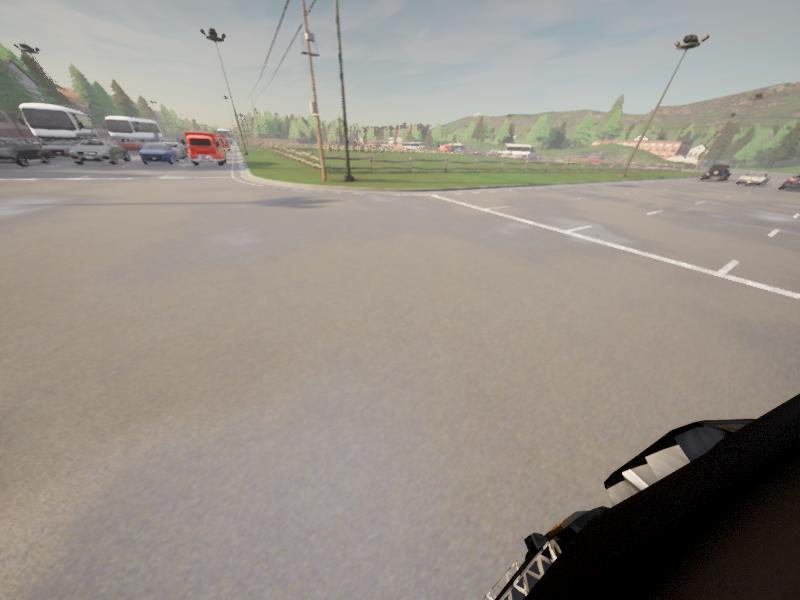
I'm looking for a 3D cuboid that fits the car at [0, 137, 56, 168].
[{"bbox_3d":[-25.713,-9.775,15.249,1.789,1.549,3.705,-16,38,-26],"label":"car"}]

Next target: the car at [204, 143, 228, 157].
[{"bbox_3d":[-24.609,-20.135,31.010,1.994,1.385,4.181,-16,38,-26],"label":"car"}]

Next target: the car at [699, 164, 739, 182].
[{"bbox_3d":[42.971,-17.157,31.151,3.866,1.878,1.905,-16,38,-26],"label":"car"}]

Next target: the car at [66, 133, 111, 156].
[{"bbox_3d":[-32.453,-16.300,24.206,1.905,1.878,3.866,-25,43,-35],"label":"car"}]

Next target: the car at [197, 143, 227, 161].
[{"bbox_3d":[-21.092,-16.752,26.066,2.007,1.525,4.514,-16,38,-26],"label":"car"}]

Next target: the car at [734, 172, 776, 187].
[{"bbox_3d":[42.998,-14.678,27.976,4.718,1.301,1.895,-16,38,-26],"label":"car"}]

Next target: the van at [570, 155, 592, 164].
[{"bbox_3d":[53.885,-41.892,68.925,1.775,1.987,4.442,-16,38,-26],"label":"van"}]

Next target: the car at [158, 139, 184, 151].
[{"bbox_3d":[-38.875,-26.512,39.388,2.163,1.488,4.792,-16,38,-26],"label":"car"}]

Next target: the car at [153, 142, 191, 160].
[{"bbox_3d":[-24.254,-15.991,24.733,1.970,1.475,3.806,-16,38,-26],"label":"car"}]

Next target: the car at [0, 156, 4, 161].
[{"bbox_3d":[-29.719,-9.824,15.117,1.812,1.442,4.674,-16,38,-26],"label":"car"}]

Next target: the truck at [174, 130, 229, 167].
[{"bbox_3d":[-17.404,-13.536,20.685,2.627,2.467,5.204,-16,38,-26],"label":"truck"}]

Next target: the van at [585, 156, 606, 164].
[{"bbox_3d":[62.615,-44.838,73.993,1.775,1.987,4.442,-16,38,-26],"label":"van"}]

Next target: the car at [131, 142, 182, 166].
[{"bbox_3d":[-21.042,-12.865,20.239,1.882,1.535,5.008,-16,38,-26],"label":"car"}]

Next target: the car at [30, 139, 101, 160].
[{"bbox_3d":[-29.355,-13.376,20.532,1.994,1.385,4.181,-16,38,-25],"label":"car"}]

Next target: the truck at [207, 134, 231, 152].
[{"bbox_3d":[-31.902,-27.776,40.908,2.627,2.467,5.204,-16,38,-26],"label":"truck"}]

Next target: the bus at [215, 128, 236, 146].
[{"bbox_3d":[-55.847,-52.199,74.088,3.944,4.253,10.273,-16,38,-26],"label":"bus"}]

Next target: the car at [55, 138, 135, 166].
[{"bbox_3d":[-23.903,-11.869,18.457,2.152,1.651,5.027,-16,38,-26],"label":"car"}]

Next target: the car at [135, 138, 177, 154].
[{"bbox_3d":[-33.316,-21.225,31.747,2.242,1.667,4.611,-12,37,-19],"label":"car"}]

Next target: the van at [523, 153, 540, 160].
[{"bbox_3d":[47.440,-51.989,83.521,2.069,2.038,4.480,-16,38,-26],"label":"van"}]

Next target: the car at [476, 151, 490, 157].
[{"bbox_3d":[32.956,-58.229,92.229,2.242,1.667,4.611,-16,38,-26],"label":"car"}]

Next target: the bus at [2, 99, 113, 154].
[{"bbox_3d":[-38.024,-19.567,26.550,3.944,4.253,10.273,-23,41,-33],"label":"bus"}]

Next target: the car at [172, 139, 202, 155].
[{"bbox_3d":[-29.995,-21.714,32.702,2.242,1.667,4.611,-16,38,-26],"label":"car"}]

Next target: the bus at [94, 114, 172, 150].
[{"bbox_3d":[-44.691,-28.558,39.515,3.944,4.253,10.273,-9,36,-17],"label":"bus"}]

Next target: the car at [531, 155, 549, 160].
[{"bbox_3d":[51.102,-51.997,84.310,2.163,1.488,4.792,-16,38,-26],"label":"car"}]

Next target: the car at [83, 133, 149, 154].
[{"bbox_3d":[-34.088,-18.904,28.031,2.242,1.667,4.611,4,31,-5],"label":"car"}]

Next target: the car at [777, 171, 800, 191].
[{"bbox_3d":[42.823,-12.536,24.417,4.611,1.667,2.242,-16,38,-26],"label":"car"}]

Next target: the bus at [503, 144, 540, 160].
[{"bbox_3d":[41.643,-51.103,79.753,3.944,4.253,10.273,-16,38,-26],"label":"bus"}]
